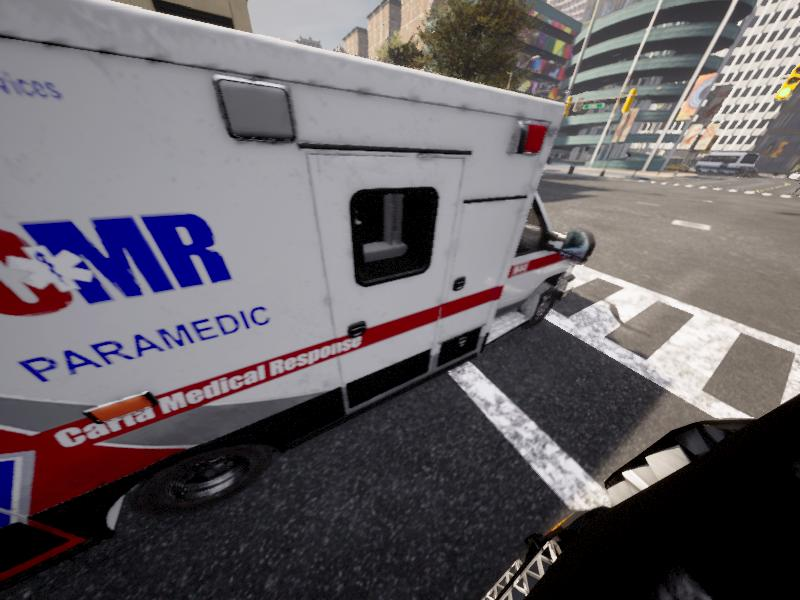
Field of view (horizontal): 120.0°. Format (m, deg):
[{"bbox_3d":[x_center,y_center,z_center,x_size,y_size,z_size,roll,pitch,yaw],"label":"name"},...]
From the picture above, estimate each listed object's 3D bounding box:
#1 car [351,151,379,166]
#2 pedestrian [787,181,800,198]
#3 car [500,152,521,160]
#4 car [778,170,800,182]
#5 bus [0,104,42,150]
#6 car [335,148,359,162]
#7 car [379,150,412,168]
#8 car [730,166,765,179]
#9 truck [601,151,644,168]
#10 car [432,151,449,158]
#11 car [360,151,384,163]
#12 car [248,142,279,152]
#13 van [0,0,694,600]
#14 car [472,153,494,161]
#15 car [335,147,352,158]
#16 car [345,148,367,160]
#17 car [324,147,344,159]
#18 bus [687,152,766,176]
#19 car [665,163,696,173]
[{"bbox_3d":[-4.636,-18.593,30.282,1.812,1.442,4.674,-16,38,-26],"label":"car"},{"bbox_3d":[34.020,-9.666,19.392,0.751,1.860,0.751,-18,39,-28],"label":"pedestrian"},{"bbox_3d":[37.085,-48.650,77.849,2.435,2.045,5.566,-16,38,-26],"label":"car"},{"bbox_3d":[73.411,-22.666,42.285,2.038,1.542,4.974,18,36,22],"label":"car"},{"bbox_3d":[-45.947,-18.635,24.624,3.944,4.253,10.273,-16,38,-26],"label":"bus"},{"bbox_3d":[-8.015,-21.914,34.948,2.007,1.525,4.514,-16,38,-26],"label":"car"},{"bbox_3d":[-0.703,-18.616,30.414,2.242,1.667,4.611,-16,38,-26],"label":"car"},{"bbox_3d":[67.211,-24.796,44.764,1.905,1.878,3.866,20,37,24],"label":"car"},{"bbox_3d":[66.971,-42.662,69.873,2.891,3.827,8.468,-9,35,-17],"label":"truck"},{"bbox_3d":[11.308,-40.649,64.516,2.161,1.482,4.786,-16,38,-26],"label":"car"},{"bbox_3d":[-4.354,-22.081,35.624,1.994,1.385,4.181,-16,38,-26],"label":"car"},{"bbox_3d":[-30.223,-34.017,51.415,1.801,1.575,5.366,27,41,32],"label":"car"},{"bbox_3d":[-0.528,-0.429,2.358,6.366,2.431,2.351,-16,38,-26],"label":"van"},{"bbox_3d":[20.701,-35.960,58.105,2.128,1.511,4.902,-16,38,-26],"label":"car"},{"bbox_3d":[-11.038,-28.778,44.979,1.851,1.617,3.988,-16,38,-26],"label":"car"},{"bbox_3d":[-7.701,-25.446,40.304,2.128,1.511,4.902,-16,38,-26],"label":"car"},{"bbox_3d":[-11.330,-25.138,39.576,1.837,1.490,4.892,-16,38,-26],"label":"car"},{"bbox_3d":[75.165,-31.869,53.863,3.944,4.253,10.273,7,34,7],"label":"bus"},{"bbox_3d":[68.561,-32.409,56.627,1.801,1.575,5.366,7,34,7],"label":"car"}]
